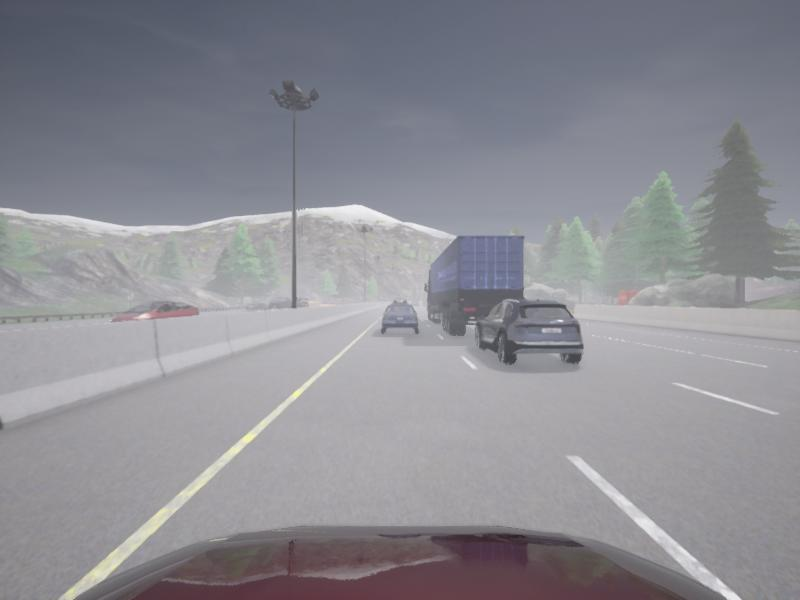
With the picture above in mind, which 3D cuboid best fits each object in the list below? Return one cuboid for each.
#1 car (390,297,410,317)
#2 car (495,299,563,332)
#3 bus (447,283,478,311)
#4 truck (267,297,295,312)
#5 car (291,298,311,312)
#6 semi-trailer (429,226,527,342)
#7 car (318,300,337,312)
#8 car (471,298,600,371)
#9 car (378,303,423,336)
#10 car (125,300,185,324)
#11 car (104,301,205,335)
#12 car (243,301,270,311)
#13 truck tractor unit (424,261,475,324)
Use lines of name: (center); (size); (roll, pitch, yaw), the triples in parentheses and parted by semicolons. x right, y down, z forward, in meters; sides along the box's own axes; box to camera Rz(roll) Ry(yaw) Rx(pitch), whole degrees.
car: (0.007, 0.669, 39.871); (1.932, 1.855, 4.605); (0, 0, 0)
car: (7.001, 0.789, 22.376); (2.152, 1.651, 5.027); (0, 0, 0)
bus: (10.149, -0.504, 66.334); (3.944, 4.253, 10.273); (0, 0, 3)
truck: (-17.495, 0.566, 59.140); (2.390, 2.098, 6.274); (0, 0, 0)
car: (-13.996, 0.669, 56.573); (1.905, 1.878, 3.866); (0, 0, 0)
semi-trailer: (3.504, -0.610, 22.389); (2.717, 4.402, 14.254); (0, 0, 0)
car: (-10.496, 0.825, 57.945); (1.801, 1.575, 5.366); (0, 0, 0)
car: (3.489, 0.782, 11.478); (2.033, 1.649, 4.856); (0, 0, 0)
car: (0.005, 0.903, 20.757); (2.033, 1.411, 5.357); (0, 0, 0)
car: (-17.446, 0.800, 28.702); (1.851, 1.617, 3.988); (0, 0, 1)
car: (-12.470, 0.837, 20.761); (2.007, 1.525, 4.514); (0, 0, 10)
car: (-20.993, 0.860, 58.660); (2.128, 1.511, 4.902); (0, 0, 0)
truck tractor unit: (3.513, -0.510, 30.308); (3.053, 4.208, 6.516); (0, 0, 0)
